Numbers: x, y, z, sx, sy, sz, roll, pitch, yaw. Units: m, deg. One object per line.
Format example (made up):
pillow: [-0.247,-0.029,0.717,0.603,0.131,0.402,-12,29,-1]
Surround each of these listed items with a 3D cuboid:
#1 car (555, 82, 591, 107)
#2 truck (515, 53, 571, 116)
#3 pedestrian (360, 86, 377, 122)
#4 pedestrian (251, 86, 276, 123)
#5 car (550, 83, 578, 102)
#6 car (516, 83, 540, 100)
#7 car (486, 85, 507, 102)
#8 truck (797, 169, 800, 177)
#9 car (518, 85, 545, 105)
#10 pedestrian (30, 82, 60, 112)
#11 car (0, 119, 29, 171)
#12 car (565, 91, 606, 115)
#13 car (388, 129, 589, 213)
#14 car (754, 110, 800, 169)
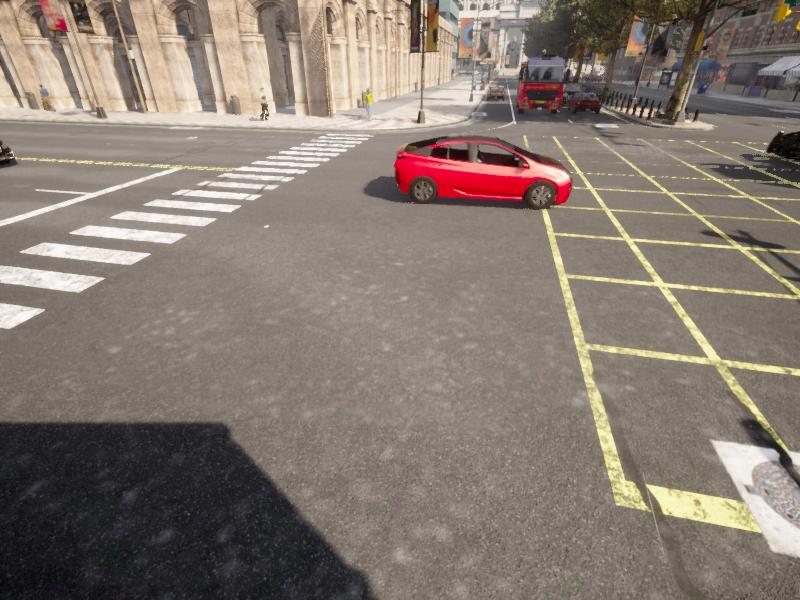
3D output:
car: [15.615,-18.742,36.350,2.097,1.767,4.553,6,31,11]
truck: [10.813,-16.895,31.170,2.891,3.827,8.468,6,31,11]
pedestrian: [-1.833,-11.546,23.599,0.751,1.860,0.751,5,31,8]
pedestrian: [-7.955,-11.425,23.388,0.751,1.860,0.751,12,32,20]
car: [16.913,-21.521,41.425,1.970,1.475,3.806,7,31,11]
car: [13.929,-22.862,43.827,1.994,1.385,4.181,6,31,10]
car: [9.978,-21.411,41.401,1.895,1.301,4.718,6,31,11]
truck: [16.658,-4.509,9.960,8.468,3.827,2.891,6,31,11]
car: [12.493,-19.655,38.226,1.970,1.475,3.806,6,31,11]
pedestrian: [-25.462,-14.542,28.716,0.751,1.860,0.751,13,33,21]
car: [-15.829,-5.279,13.570,4.892,1.490,1.837,6,31,11]
car: [14.102,-15.122,30.644,1.895,1.301,4.718,6,31,11]
car: [2.091,-3.408,10.344,4.514,1.525,2.007,4,31,7]
car: [16.007,-5.442,13.722,5.238,1.638,1.930,7,31,10]
